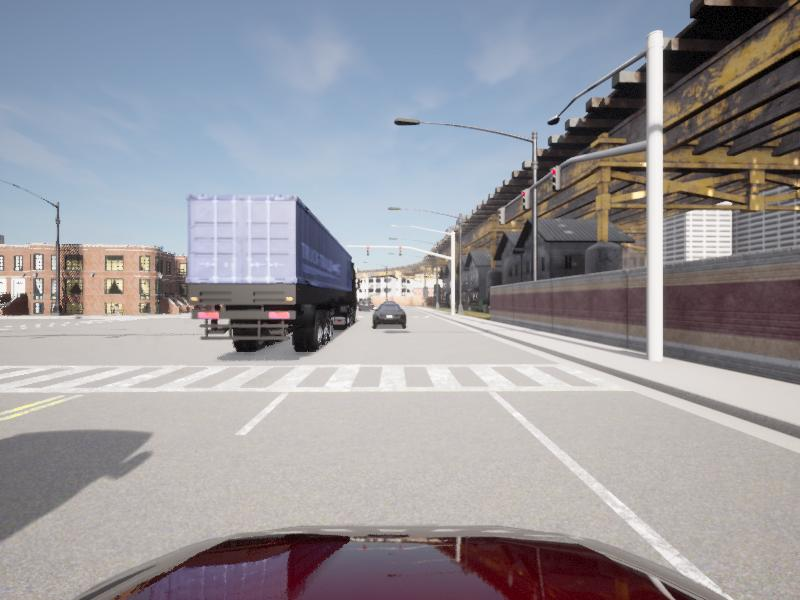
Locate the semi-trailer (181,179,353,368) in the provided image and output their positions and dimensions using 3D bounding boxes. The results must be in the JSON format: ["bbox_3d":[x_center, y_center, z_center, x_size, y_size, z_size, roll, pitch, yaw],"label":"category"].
[{"bbox_3d":[-3.921,-0.619,16.462,2.717,4.402,14.254,0,0,-2],"label":"semi-trailer"}]

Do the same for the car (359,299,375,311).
[{"bbox_3d":[-4.843,0.756,58.588,2.242,1.667,4.611,0,0,-4],"label":"car"}]

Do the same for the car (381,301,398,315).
[{"bbox_3d":[-1.132,0.870,44.002,1.812,1.442,4.674,0,0,-1],"label":"car"}]

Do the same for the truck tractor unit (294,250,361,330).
[{"bbox_3d":[-4.137,-0.524,24.373,3.053,4.208,6.516,0,0,-1],"label":"truck tractor unit"}]

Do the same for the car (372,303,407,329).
[{"bbox_3d":[-0.640,0.907,24.559,1.994,1.385,4.181,0,0,-2],"label":"car"}]
